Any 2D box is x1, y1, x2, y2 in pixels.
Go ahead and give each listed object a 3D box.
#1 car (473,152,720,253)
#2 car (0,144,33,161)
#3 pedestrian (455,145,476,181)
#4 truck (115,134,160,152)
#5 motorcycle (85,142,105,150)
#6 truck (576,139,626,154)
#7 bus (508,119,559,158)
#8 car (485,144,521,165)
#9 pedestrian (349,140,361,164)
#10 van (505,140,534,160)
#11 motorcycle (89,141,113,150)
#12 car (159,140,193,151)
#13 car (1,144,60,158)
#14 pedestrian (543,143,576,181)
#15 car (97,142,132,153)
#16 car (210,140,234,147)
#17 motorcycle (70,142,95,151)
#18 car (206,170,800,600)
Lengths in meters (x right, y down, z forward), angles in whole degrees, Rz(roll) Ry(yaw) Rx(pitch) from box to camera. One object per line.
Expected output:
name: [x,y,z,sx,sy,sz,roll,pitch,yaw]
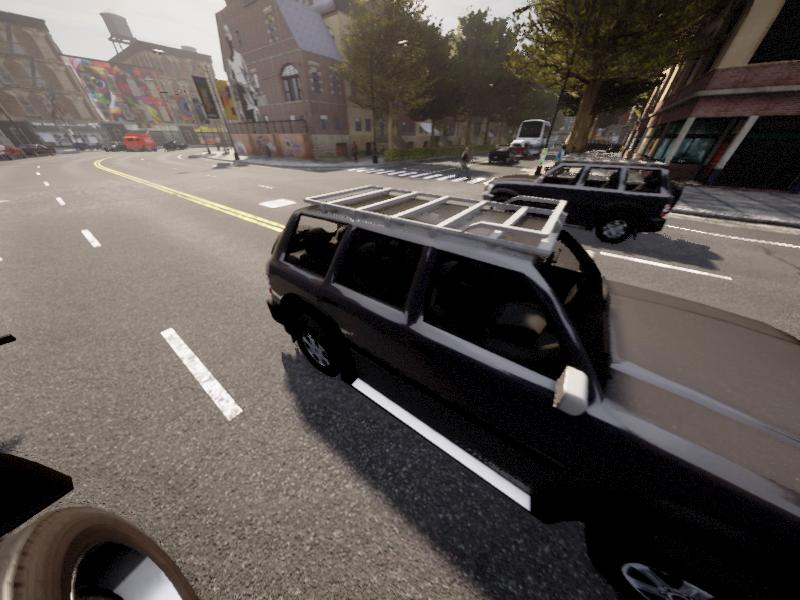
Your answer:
car: [4.890,-3.114,6.739,4.605,1.855,1.932,23,41,29]
car: [-44.395,-16.553,25.831,2.002,1.452,4.674,-21,41,-28]
pedestrian: [4.105,-8.647,14.562,0.751,1.860,0.751,22,41,28]
truck: [-45.525,-27.362,40.284,2.627,2.467,5.204,-10,37,-15]
motorcycle: [-54.929,-27.758,41.628,1.805,1.236,0.856,-29,45,-35]
truck: [37.431,-28.799,43.240,2.390,2.098,6.274,-24,42,-30]
bus: [20.514,-24.578,35.259,3.944,4.253,10.273,23,41,28]
car: [11.338,-16.001,25.286,1.930,1.638,5.238,22,41,28]
pedestrian: [-4.154,-13.696,21.406,0.751,1.860,0.751,7,36,10]
van: [15.562,-19.570,30.036,2.069,2.038,4.480,22,41,28]
motorcycle: [-55.168,-28.541,42.688,2.356,1.277,0.764,-29,45,-35]
car: [-43.002,-29.810,44.501,1.930,1.638,5.238,-4,35,-6]
car: [-47.433,-19.300,29.840,1.895,1.301,4.718,-15,38,-20]
pedestrian: [9.321,-8.124,13.592,0.751,1.860,0.751,-8,36,-12]
car: [-48.839,-26.248,39.618,1.970,1.475,3.806,-10,37,-15]
car: [-47.406,-41.802,61.653,2.007,1.525,4.514,12,37,16]
motorcycle: [-55.110,-26.775,40.180,2.209,1.251,0.867,-29,45,-35]
car: [0.700,0.101,2.147,4.605,1.855,1.932,23,41,28]
